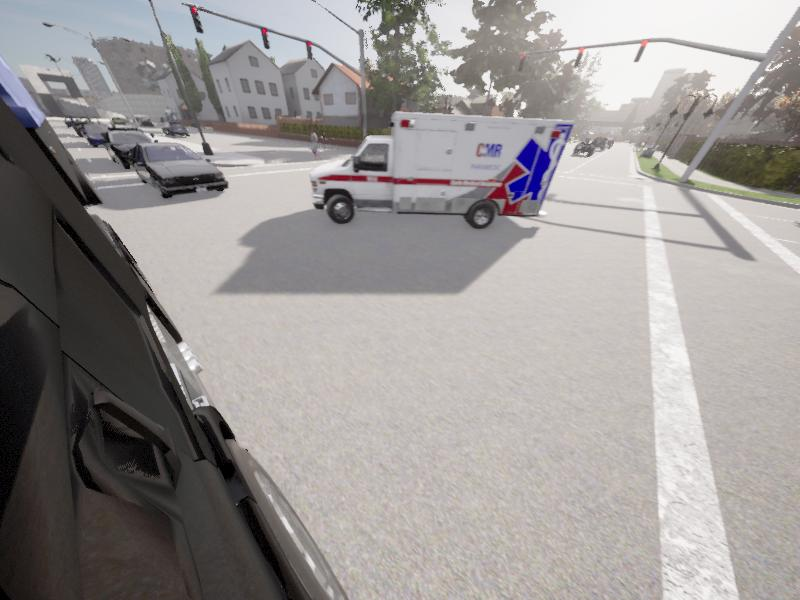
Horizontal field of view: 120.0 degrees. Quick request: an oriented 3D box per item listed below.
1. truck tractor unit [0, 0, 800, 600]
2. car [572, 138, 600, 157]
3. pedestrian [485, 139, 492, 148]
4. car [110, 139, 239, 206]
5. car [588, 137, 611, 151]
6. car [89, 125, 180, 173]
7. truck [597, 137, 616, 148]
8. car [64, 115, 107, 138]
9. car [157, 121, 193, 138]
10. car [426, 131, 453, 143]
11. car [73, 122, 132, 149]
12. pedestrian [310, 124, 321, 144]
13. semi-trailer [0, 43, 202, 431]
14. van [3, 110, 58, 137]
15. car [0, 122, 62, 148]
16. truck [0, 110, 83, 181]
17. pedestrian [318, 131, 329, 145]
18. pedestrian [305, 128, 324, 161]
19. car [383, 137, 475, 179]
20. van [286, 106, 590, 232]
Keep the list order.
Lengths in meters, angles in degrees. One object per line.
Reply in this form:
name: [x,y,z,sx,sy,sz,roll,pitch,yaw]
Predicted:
truck tractor unit: [-2.645,-0.295,0.351,6.516,4.208,3.053,28,44,30]
car: [25.087,-20.600,31.113,1.932,1.855,4.605,28,43,29]
pedestrian: [13.087,-23.223,34.230,0.500,1.100,0.500,29,44,31]
car: [-8.472,-4.978,8.596,5.357,1.411,2.033,28,44,30]
car: [37.592,-29.391,43.477,2.150,2.045,5.566,28,44,29]
car: [-14.006,-8.057,12.152,5.238,1.638,1.930,28,44,29]
truck: [49.557,-37.788,55.320,2.390,2.098,6.274,28,44,29]
car: [-34.522,-19.071,25.352,3.866,1.878,1.905,28,44,30]
car: [-30.209,-22.927,30.981,4.856,1.649,2.033,28,44,30]
car: [6.532,-26.983,38.236,3.806,1.475,1.970,28,44,30]
car: [-24.127,-13.364,18.728,4.792,1.488,2.163,28,44,30]
pedestrian: [-10.060,-19.750,27.512,0.751,1.860,0.751,-28,46,-34]
semi-trailer: [-8.699,-3.604,4.228,14.254,4.402,2.717,28,44,30]
van: [-37.065,-17.744,23.309,4.480,2.038,2.069,27,43,30]
car: [-27.650,-12.452,17.384,4.181,1.385,1.994,28,44,29]
truck: [-16.735,-6.924,10.088,6.274,2.098,2.390,28,44,30]
pedestrian: [-8.959,-19.127,27.217,0.751,1.300,0.751,28,44,30]
pedestrian: [-5.949,-10.863,16.172,0.751,1.860,0.751,-19,42,-26]
car: [1.557,-8.730,14.032,5.027,1.651,2.152,28,44,30]
van: [0.817,-3.577,6.444,6.366,2.431,2.351,0,37,-4]
